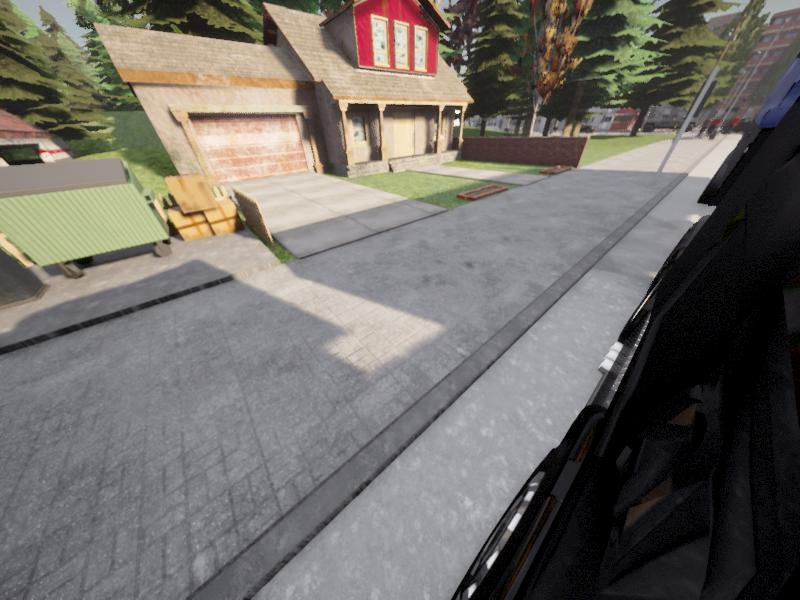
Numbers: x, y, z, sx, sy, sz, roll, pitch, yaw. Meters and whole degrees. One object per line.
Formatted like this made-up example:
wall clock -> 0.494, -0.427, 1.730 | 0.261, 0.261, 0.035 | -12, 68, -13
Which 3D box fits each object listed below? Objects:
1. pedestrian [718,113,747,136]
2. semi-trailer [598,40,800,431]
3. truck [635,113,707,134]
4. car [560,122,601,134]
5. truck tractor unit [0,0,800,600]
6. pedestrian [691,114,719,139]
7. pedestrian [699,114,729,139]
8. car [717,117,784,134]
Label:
pedestrian -> 34.442, -18.182, 23.970 | 0.751, 1.860, 0.751 | -18, 39, -19
semi-trailer -> 8.694, -3.611, 4.226 | 14.254, 4.402, 2.717 | -28, 44, -30
truck -> 38.865, -25.439, 33.390 | 2.390, 2.098, 6.274 | -28, 44, -30
car -> 31.615, -30.205, 40.613 | 2.152, 1.651, 5.027 | -28, 44, -30
truck tractor unit -> 2.645, -0.295, 0.352 | 6.516, 4.208, 3.053 | -28, 44, -30
pedestrian -> 29.514, -16.763, 22.388 | 0.751, 1.860, 0.751 | -19, 40, -20
pedestrian -> 30.187, -16.690, 22.248 | 0.751, 1.860, 0.751 | -16, 39, -17
car -> 41.867, -20.984, 27.775 | 1.816, 1.474, 4.193 | 1, 37, 5
